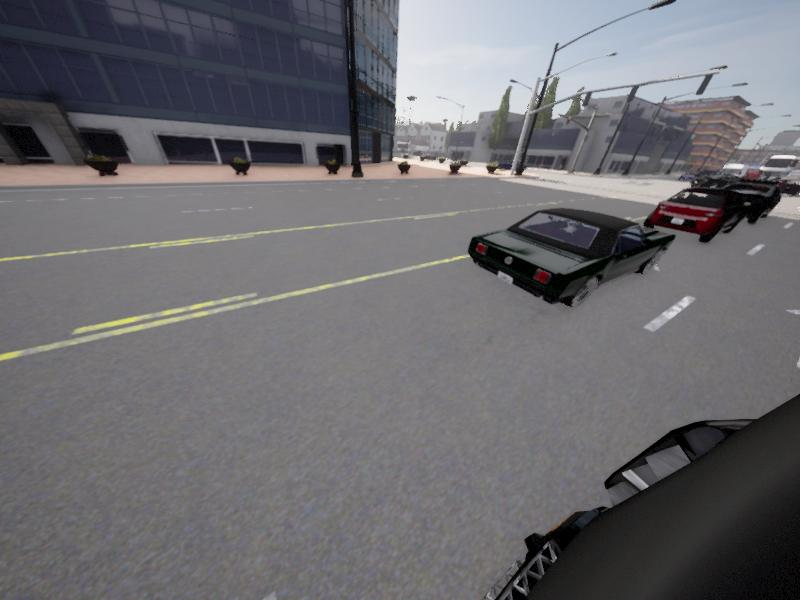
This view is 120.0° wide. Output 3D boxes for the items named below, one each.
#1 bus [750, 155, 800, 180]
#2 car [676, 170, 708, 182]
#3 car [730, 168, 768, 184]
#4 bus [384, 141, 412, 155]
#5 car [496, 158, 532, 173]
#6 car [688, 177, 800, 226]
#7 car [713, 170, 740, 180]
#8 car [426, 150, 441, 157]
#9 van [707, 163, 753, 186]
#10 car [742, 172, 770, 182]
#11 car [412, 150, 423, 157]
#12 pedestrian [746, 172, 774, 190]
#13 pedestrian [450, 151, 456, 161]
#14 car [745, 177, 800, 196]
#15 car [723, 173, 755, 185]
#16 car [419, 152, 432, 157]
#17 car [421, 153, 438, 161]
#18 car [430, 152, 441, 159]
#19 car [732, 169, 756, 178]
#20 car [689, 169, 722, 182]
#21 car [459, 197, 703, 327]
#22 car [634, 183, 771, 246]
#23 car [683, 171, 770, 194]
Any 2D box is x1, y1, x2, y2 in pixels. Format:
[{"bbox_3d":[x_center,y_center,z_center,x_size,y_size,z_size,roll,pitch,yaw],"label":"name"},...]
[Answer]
[{"bbox_3d":[80.373,-28.078,48.978,10.273,4.253,3.944,-16,38,-26],"label":"bus"},{"bbox_3d":[45.200,-19.209,35.785,4.193,1.474,1.816,-15,37,-26],"label":"car"},{"bbox_3d":[59.597,-21.237,39.457,5.566,2.045,2.150,-16,38,-25],"label":"car"},{"bbox_3d":[-0.827,-61.164,93.117,10.273,4.253,3.944,12,34,12],"label":"bus"},{"bbox_3d":[16.750,-19.923,34.164,1.816,1.474,4.193,-15,37,-26],"label":"car"},{"bbox_3d":[16.869,-4.963,11.287,5.238,1.638,1.930,-16,38,-26],"label":"car"},{"bbox_3d":[63.566,-24.412,44.934,4.892,1.490,1.837,-16,38,-25],"label":"car"},{"bbox_3d":[14.131,-61.653,97.382,5.566,2.045,2.150,-4,34,-12],"label":"car"},{"bbox_3d":[47.599,-18.084,33.311,5.915,2.561,1.988,-15,38,-26],"label":"van"},{"bbox_3d":[65.550,-22.725,42.574,4.674,1.442,1.812,-16,38,-25],"label":"car"},{"bbox_3d":[6.659,-55.973,88.087,1.905,1.878,3.866,-18,39,-30],"label":"car"},{"bbox_3d":[42.837,-14.181,27.515,0.751,1.860,0.751,20,36,23],"label":"pedestrian"},{"bbox_3d":[12.209,-33.325,53.596,0.751,1.860,0.751,-15,38,-27],"label":"pedestrian"},{"bbox_3d":[39.389,-11.795,24.029,4.181,1.385,1.994,-4,34,-11],"label":"car"},{"bbox_3d":[53.831,-19.302,36.690,4.674,1.442,1.812,-16,38,-25],"label":"car"},{"bbox_3d":[9.813,-56.475,89.592,2.033,1.411,5.357,-18,39,-30],"label":"car"},{"bbox_3d":[7.151,-34.983,56.384,2.033,1.411,5.357,-8,35,-17],"label":"car"},{"bbox_3d":[11.272,-45.519,72.827,2.007,1.525,4.514,15,35,17],"label":"car"},{"bbox_3d":[76.115,-28.077,51.100,5.008,1.535,1.882,-16,38,-26],"label":"car"},{"bbox_3d":[51.257,-20.929,38.780,5.238,1.638,1.930,-16,38,-25],"label":"car"},{"bbox_3d":[3.792,-1.175,4.848,4.718,1.301,1.895,-16,38,-26],"label":"car"},{"bbox_3d":[10.889,-3.242,8.349,4.193,1.474,1.816,-16,38,-26],"label":"car"},{"bbox_3d":[32.848,-11.921,23.432,5.008,1.535,1.882,7,33,5],"label":"car"}]
